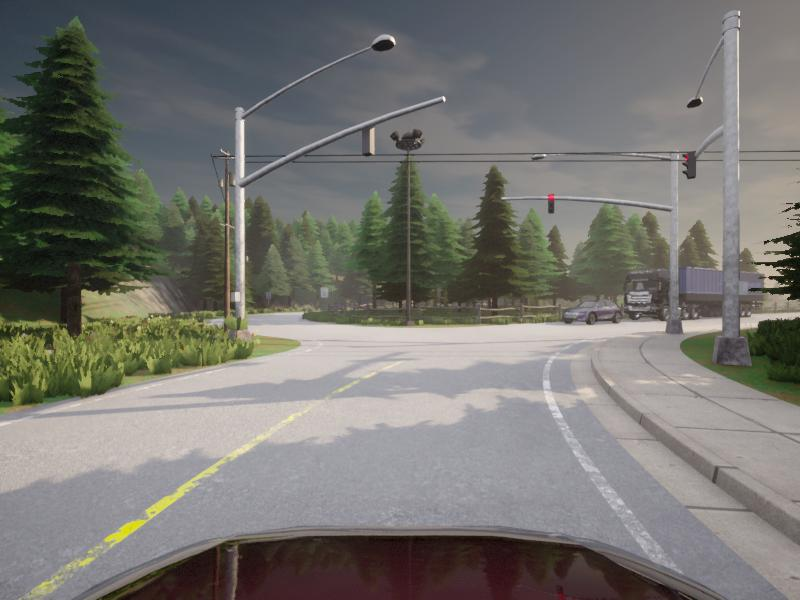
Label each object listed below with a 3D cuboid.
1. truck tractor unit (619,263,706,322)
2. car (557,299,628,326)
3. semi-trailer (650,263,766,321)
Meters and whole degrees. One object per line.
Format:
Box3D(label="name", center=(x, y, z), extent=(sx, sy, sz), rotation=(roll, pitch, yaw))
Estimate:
Box3D(label="truck tractor unit", center=(20.597, -0.515, 31.376), extent=(6.516, 4.208, 3.053), rotation=(0, 0, -29))
Box3D(label="car", center=(13.015, 0.778, 26.981), extent=(4.856, 1.649, 2.033), rotation=(0, 0, -31))
Box3D(label="semi-trailer", center=(27.488, -0.617, 35.265), extent=(14.254, 4.402, 2.717), rotation=(0, 0, -29))
